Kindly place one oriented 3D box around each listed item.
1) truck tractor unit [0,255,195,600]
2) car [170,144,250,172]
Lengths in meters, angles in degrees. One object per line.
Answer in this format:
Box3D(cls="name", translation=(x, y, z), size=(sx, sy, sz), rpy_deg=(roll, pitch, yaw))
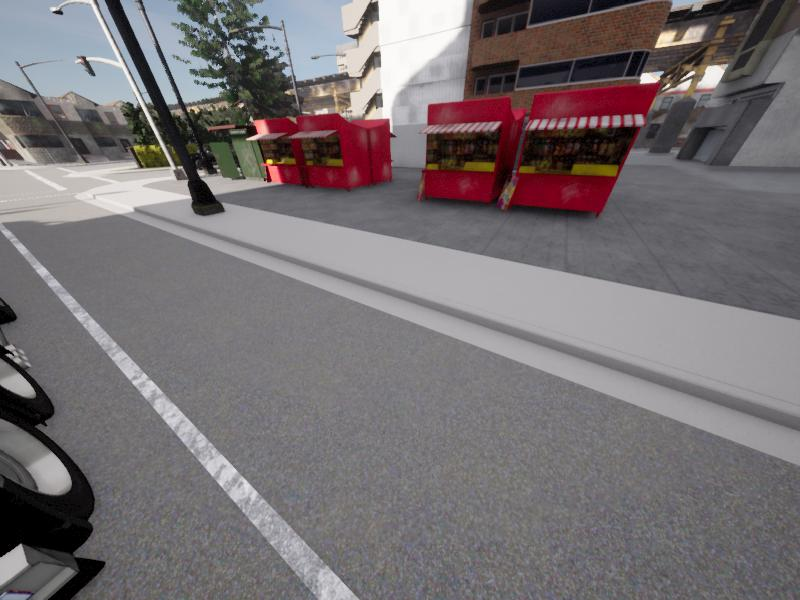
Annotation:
Box3D(cls="truck tractor unit", translation=(-5.097, -0.314, 0.801), size=(6.516, 4.208, 3.053), rpy_deg=(19, 39, 25))
Box3D(cls="car", translation=(-19.116, -14.655, 23.665), size=(2.150, 2.045, 5.566), rpy_deg=(18, 39, 26))
